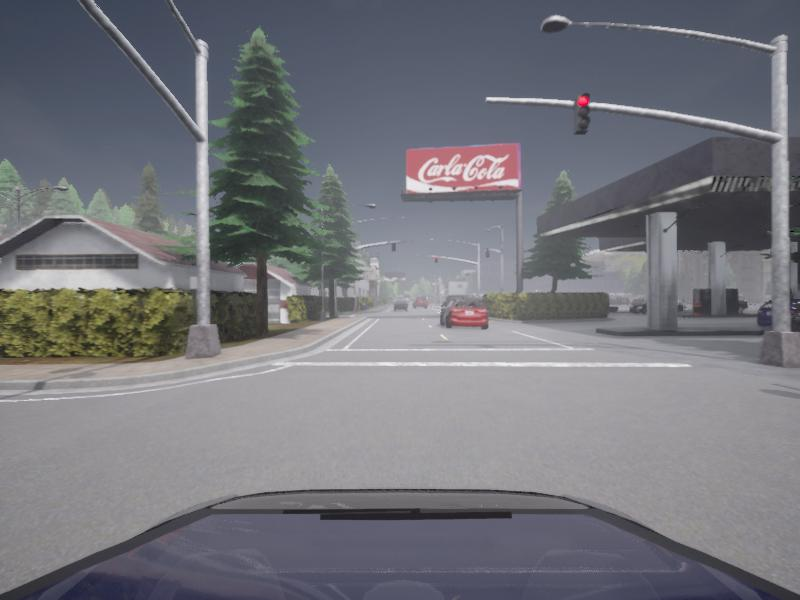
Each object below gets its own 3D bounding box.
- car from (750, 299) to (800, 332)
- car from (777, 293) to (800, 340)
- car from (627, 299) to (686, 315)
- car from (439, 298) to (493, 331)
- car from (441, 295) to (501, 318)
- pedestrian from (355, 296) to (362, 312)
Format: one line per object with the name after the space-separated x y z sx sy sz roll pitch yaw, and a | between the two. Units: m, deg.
22.203 0.772 21.615 4.611 1.667 2.242 0 0 0 | car
17.870 0.638 15.949 3.866 1.878 1.905 0 0 0 | car
27.061 0.735 42.319 4.974 1.542 2.038 0 0 0 | car
3.573 0.736 22.658 2.242 1.667 4.611 1 0 0 | car
6.872 0.573 38.819 5.566 2.045 2.150 0 1 12 | car
-4.939 0.458 47.116 0.751 1.860 0.751 0 0 -11 | pedestrian
